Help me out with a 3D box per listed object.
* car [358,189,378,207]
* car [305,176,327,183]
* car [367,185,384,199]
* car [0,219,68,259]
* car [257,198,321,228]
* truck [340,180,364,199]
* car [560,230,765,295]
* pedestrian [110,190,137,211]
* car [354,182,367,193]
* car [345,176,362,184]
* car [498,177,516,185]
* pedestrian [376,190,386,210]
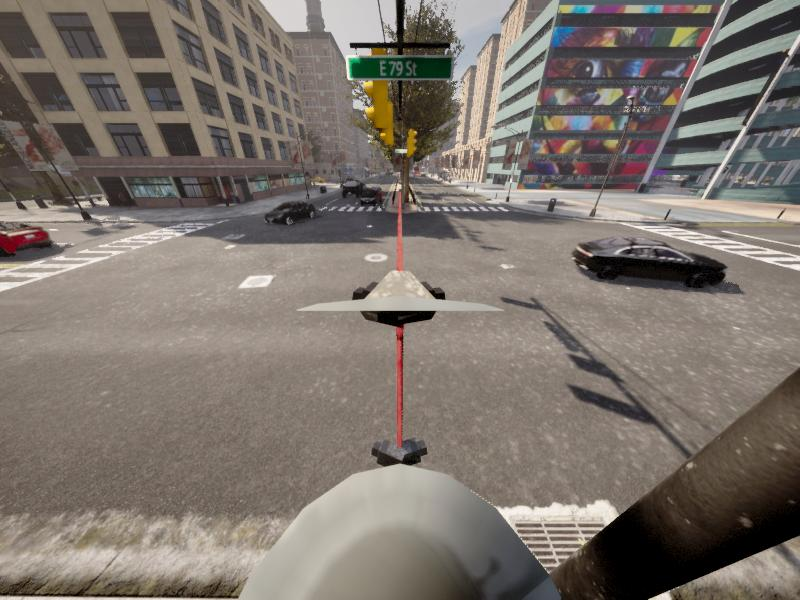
[{"bbox_3d":[-3.718,-12.397,27.870,1.851,1.617,3.988,0,30,0],"label":"car"},{"bbox_3d":[-23.827,-34.247,65.742,5.366,1.575,1.801,-1,30,-2],"label":"car"},{"bbox_3d":[-3.699,-16.589,35.344,2.033,1.411,5.357,0,30,0],"label":"car"},{"bbox_3d":[-21.341,-3.166,11.962,4.514,1.525,2.007,-1,30,-2],"label":"car"},{"bbox_3d":[-8.939,-7.304,19.163,1.837,1.490,4.892,10,31,16],"label":"car"},{"bbox_3d":[-7.183,-17.091,35.510,2.390,2.098,6.274,0,30,0],"label":"truck"},{"bbox_3d":[9.879,-1.669,9.387,4.902,1.511,2.128,7,31,13],"label":"car"},{"bbox_3d":[-27.411,-9.907,22.952,0.751,1.860,0.751,-1,30,-2],"label":"pedestrian"},{"bbox_3d":[-7.176,-20.688,42.309,1.845,1.501,3.633,0,30,0],"label":"car"},{"bbox_3d":[-12.421,-31.959,61.490,3.866,1.878,1.905,18,35,28],"label":"car"},{"bbox_3d":[27.196,-30.383,58.961,2.161,1.482,4.786,0,30,0],"label":"car"},{"bbox_3d":[-2.035,-10.597,24.451,0.751,1.860,0.751,-11,32,-19],"label":"pedestrian"}]
